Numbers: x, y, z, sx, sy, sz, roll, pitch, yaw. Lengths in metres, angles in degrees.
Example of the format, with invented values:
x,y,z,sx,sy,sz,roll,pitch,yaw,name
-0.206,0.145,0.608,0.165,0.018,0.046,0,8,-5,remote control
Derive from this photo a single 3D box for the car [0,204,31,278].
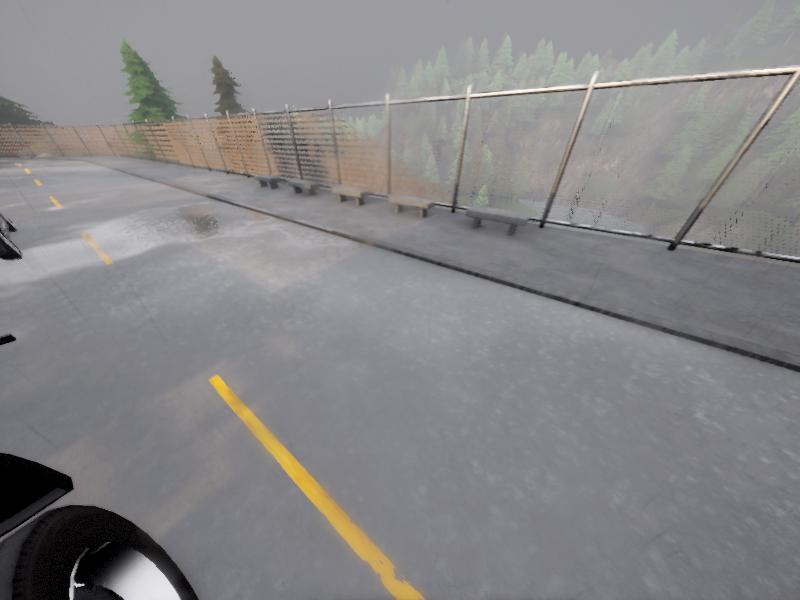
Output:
x,y,z,sx,sy,sz,roll,pitch,yaw,name
-10.210,-1.695,4.808,5.238,1.638,1.930,22,41,28,car
